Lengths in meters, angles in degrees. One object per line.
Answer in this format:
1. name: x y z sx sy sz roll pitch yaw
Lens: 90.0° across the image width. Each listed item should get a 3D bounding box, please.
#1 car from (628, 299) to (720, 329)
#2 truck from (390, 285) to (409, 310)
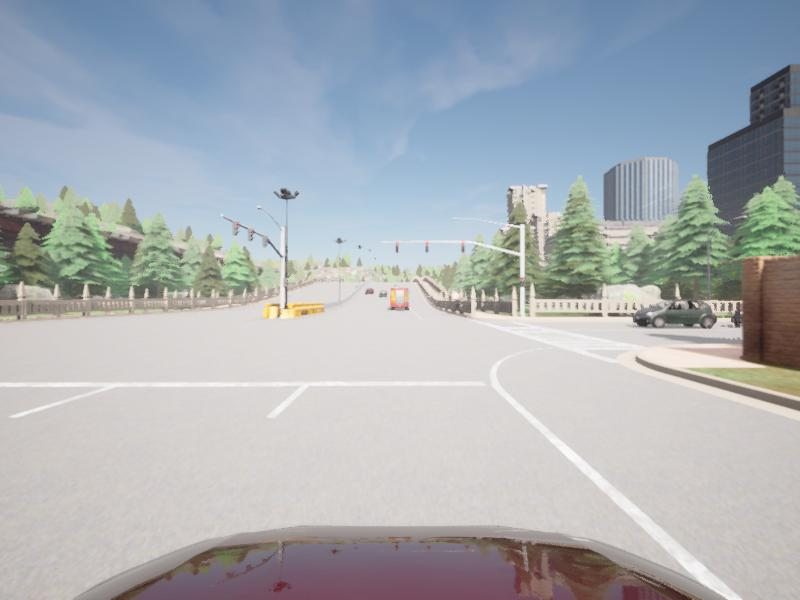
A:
1. car: 15.532 0.776 22.829 3.988 1.617 1.851 0 0 0
2. truck: -0.055 -0.507 64.195 2.891 3.827 8.468 0 2 0
